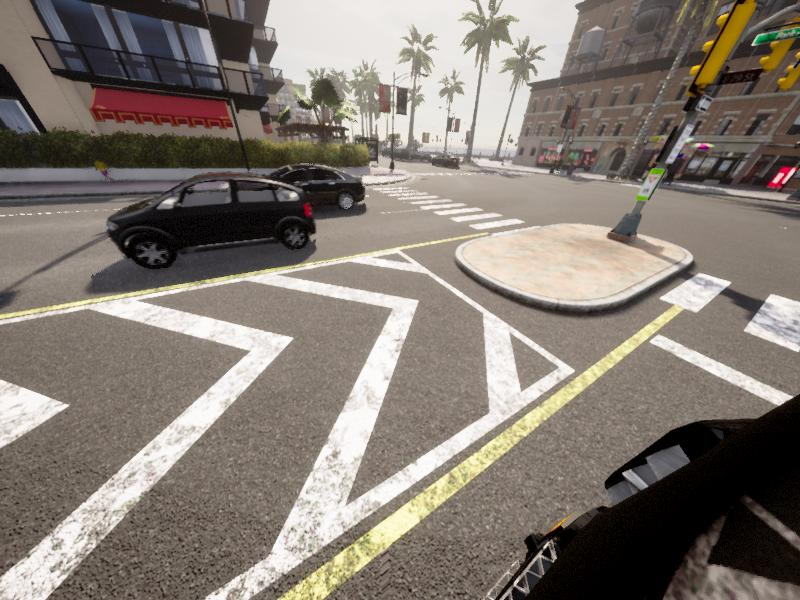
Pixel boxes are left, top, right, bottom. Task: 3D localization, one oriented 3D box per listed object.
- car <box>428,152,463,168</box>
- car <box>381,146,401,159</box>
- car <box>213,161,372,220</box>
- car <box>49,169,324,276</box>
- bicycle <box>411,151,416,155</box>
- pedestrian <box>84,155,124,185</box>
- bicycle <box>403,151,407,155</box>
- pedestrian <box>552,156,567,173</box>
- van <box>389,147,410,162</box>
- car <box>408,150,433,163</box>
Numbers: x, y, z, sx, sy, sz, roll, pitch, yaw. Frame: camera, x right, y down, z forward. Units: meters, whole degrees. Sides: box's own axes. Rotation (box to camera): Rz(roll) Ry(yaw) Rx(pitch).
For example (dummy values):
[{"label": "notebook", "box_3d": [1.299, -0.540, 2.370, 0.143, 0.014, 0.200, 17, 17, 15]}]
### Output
[{"label": "car", "box_3d": [6.418, -20.064, 33.127, 2.242, 1.667, 4.611, -16, 38, -26]}, {"label": "car", "box_3d": [-2.137, -32.869, 51.411, 2.150, 2.045, 5.566, -16, 38, -26]}, {"label": "car", "box_3d": [-3.695, -4.241, 8.693, 4.892, 1.490, 1.837, -16, 38, -26]}, {"label": "car", "box_3d": [-3.925, -1.962, 5.195, 3.705, 1.549, 1.789, -16, 38, -26]}, {"label": "bicycle", "box_3d": [4.186, -45.356, 71.353, 0.373, 1.024, 1.643, -16, 38, -26]}, {"label": "pedestrian", "box_3d": [-13.298, -5.842, 10.403, 0.500, 1.100, 0.500, 0, 34, -4]}, {"label": "bicycle", "box_3d": [1.580, -44.608, 70.028, 0.373, 1.024, 1.643, -16, 38, -26]}, {"label": "pedestrian", "box_3d": [20.948, -17.822, 30.373, 0.751, 1.860, 0.751, -12, 36, -21]}, {"label": "van", "box_3d": [-0.134, -26.887, 42.611, 1.775, 1.987, 4.442, -16, 38, -26]}, {"label": "car", "box_3d": [3.701, -26.769, 43.053, 2.152, 1.651, 5.027, -16, 38, -26]}]
